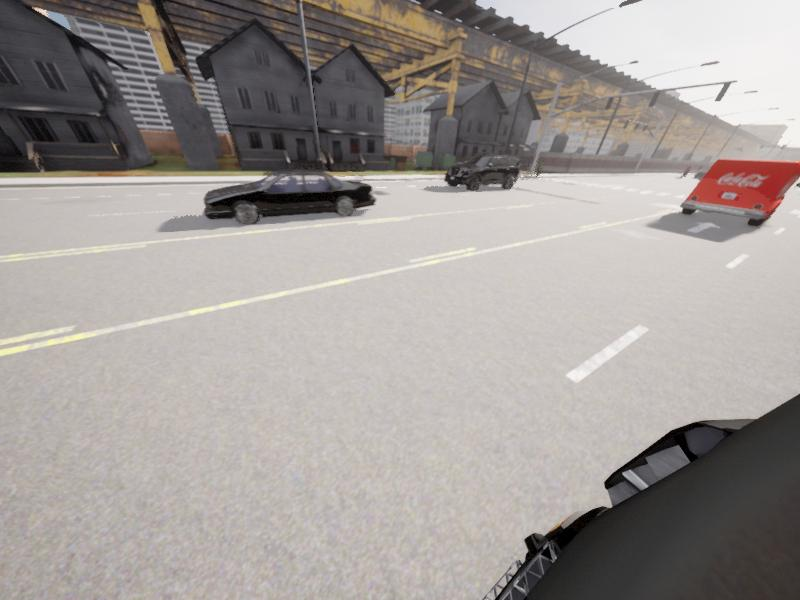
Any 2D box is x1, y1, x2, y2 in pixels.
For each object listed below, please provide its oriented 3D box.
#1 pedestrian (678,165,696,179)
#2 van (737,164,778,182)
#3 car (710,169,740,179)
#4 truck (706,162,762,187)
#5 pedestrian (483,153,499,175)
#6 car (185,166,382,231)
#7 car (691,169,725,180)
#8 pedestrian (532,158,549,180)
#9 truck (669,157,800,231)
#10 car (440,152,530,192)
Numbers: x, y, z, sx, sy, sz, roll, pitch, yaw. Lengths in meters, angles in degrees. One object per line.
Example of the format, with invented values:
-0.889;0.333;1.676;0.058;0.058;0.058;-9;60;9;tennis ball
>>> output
43.537;-19.430;35.058;0.751;1.860;0.751;-13;37;-22;pedestrian
63.585;-22.655;41.077;6.366;2.431;2.351;-15;38;-25;van
61.379;-23.851;43.638;5.357;1.411;2.033;-15;38;-26;car
41.620;-15.870;29.030;5.204;2.467;2.627;-27;43;-37;truck
9.174;-13.718;23.383;0.751;1.860;0.751;-16;38;-26;pedestrian
-3.495;-3.668;7.950;5.357;1.411;2.033;-15;38;-26;car
51.859;-21.216;38.893;5.357;1.411;2.033;-15;38;-26;car
14.382;-13.454;23.685;0.751;1.860;0.751;30;42;34;pedestrian
16.137;-5.119;10.774;5.204;2.467;2.627;-16;38;-25;truck
5.767;-8.730;15.741;5.566;2.045;2.150;-15;38;-26;car
